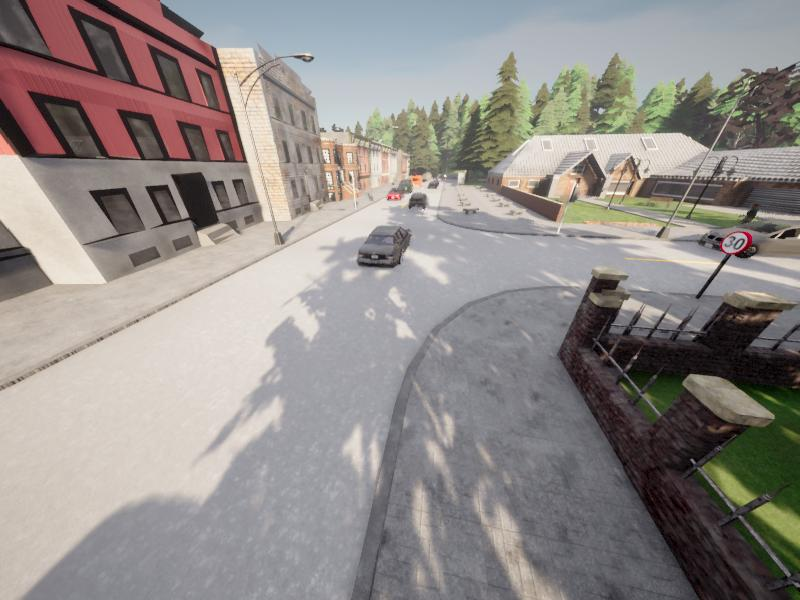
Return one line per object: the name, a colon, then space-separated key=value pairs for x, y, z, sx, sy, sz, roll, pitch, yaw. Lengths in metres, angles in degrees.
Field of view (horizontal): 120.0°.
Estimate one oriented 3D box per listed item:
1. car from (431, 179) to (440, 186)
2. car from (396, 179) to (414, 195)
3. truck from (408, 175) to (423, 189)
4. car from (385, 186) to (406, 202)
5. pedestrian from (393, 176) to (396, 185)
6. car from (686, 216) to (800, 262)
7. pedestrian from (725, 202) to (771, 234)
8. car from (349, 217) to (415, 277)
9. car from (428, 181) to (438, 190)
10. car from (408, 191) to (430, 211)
car: x=9.010 y=-29.928 z=58.891 sx=1.994 sy=1.385 sz=4.181 roll=5 pitch=30 yaw=9
car: x=0.898 y=-19.111 z=39.008 sx=2.150 sy=2.045 sz=5.566 roll=5 pitch=30 yaw=9
truck: x=3.577 y=-26.561 z=51.978 sx=2.627 sy=2.467 sz=5.204 roll=5 pitch=30 yaw=9
car: x=-0.536 y=-14.777 z=32.073 sx=2.007 sy=1.525 sz=4.514 roll=5 pitch=30 yaw=9
pedestrian: x=-1.318 y=-29.227 z=56.510 sx=0.751 sy=1.860 sz=0.751 roll=5 pitch=30 yaw=9
car: x=18.859 y=-3.159 z=11.807 sx=4.611 sy=1.667 sz=2.242 roll=5 pitch=30 yaw=9
pedestrian: x=22.845 y=-5.387 z=15.219 sx=0.751 sy=1.860 sz=0.751 roll=18 pitch=35 yaw=29
car: x=-0.605 y=-3.001 z=11.810 sx=2.033 sy=1.411 sz=5.357 roll=5 pitch=30 yaw=9
car: x=7.187 y=-24.879 z=50.023 sx=1.837 sy=1.490 sz=4.892 roll=5 pitch=30 yaw=9
car: x=2.193 y=-11.329 z=26.134 sx=1.837 sy=1.490 sz=4.892 roll=6 pitch=31 yaw=10
